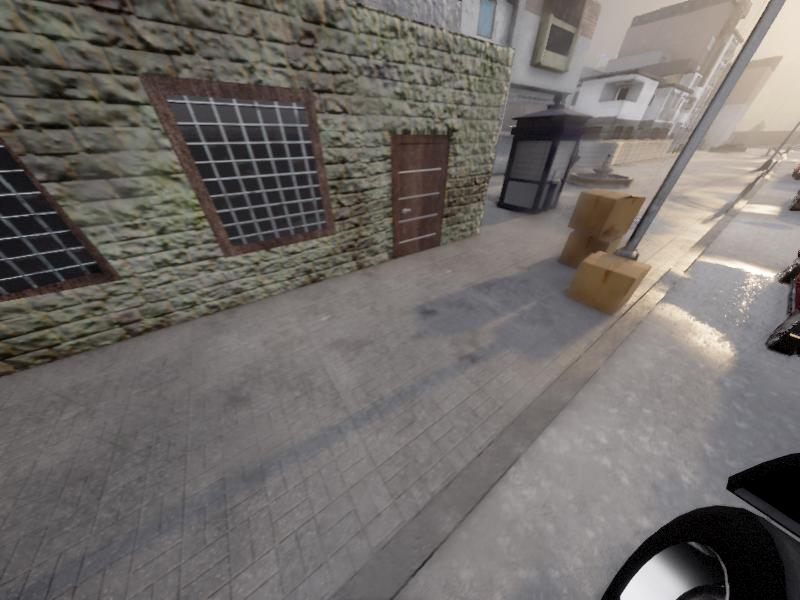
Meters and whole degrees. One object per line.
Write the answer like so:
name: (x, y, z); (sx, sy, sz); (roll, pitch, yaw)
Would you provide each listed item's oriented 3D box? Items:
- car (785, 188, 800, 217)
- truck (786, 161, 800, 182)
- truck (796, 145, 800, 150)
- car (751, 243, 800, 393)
car: (15.878, -3.804, 8.046); (4.181, 1.385, 1.994); (-22, 41, -28)
truck: (26.144, -8.384, 13.570); (5.204, 2.467, 2.627); (-21, 40, -28)
truck: (83.990, -30.582, 43.566); (2.891, 3.827, 8.468); (-22, 41, -28)
car: (6.580, -0.019, 2.789); (4.718, 1.301, 1.895); (-22, 41, -28)
